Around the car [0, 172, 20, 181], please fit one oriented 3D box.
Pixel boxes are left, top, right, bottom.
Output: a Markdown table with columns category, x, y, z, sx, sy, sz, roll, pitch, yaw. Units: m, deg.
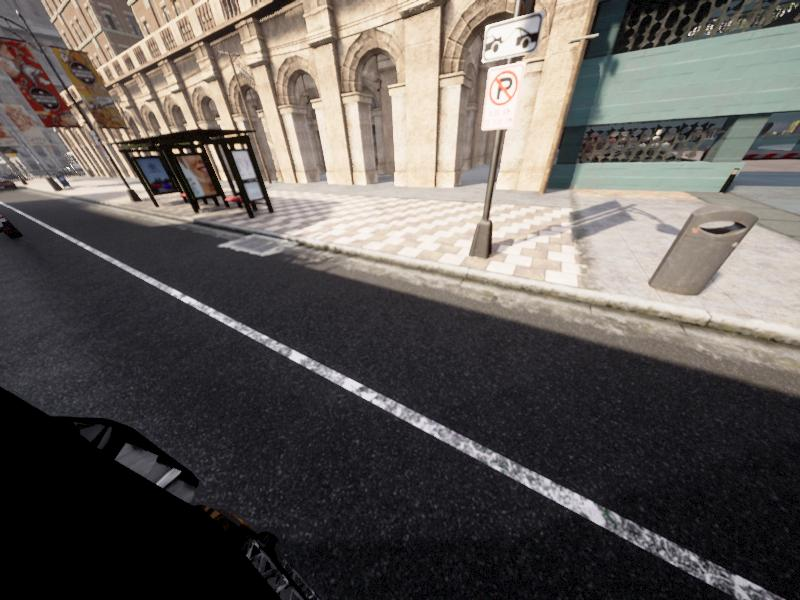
| category | x | y | z | sx | sy | sz | roll | pitch | yaw |
| --- | --- | --- | --- | --- | --- | --- | --- | --- | --- |
| car | -82.450 | -25.220 | 47.416 | 4.181 | 1.385 | 1.994 | -22 | 38 | -26 |

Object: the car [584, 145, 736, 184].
| category | x | y | z | sx | sy | sz | roll | pitch | yaw |
| --- | --- | --- | --- | --- | --- | --- | --- | --- | --- |
| car | 12.959 | -7.148 | 12.170 | 4.786 | 1.482 | 2.161 | 16 | 38 | 26 |

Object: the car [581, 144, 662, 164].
| category | x | y | z | sx | sy | sz | roll | pitch | yaw |
| --- | --- | --- | --- | --- | --- | --- | --- | --- | --- |
| car | 19.081 | -12.789 | 20.260 | 4.718 | 1.301 | 1.895 | 16 | 38 | 26 |

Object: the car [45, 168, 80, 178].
| category | x | y | z | sx | sy | sz | roll | pitch | yaw |
| --- | --- | --- | --- | --- | --- | --- | --- | --- | --- |
| car | -73.819 | -27.874 | 50.615 | 1.970 | 1.475 | 3.806 | 15 | 38 | 26 |

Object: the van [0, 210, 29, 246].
| category | x | y | z | sx | sy | sz | roll | pitch | yaw |
| --- | --- | --- | --- | --- | --- | --- | --- | --- | --- |
| van | -16.461 | -3.439 | 8.186 | 5.915 | 2.561 | 1.988 | 16 | 38 | 26 |

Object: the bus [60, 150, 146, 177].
| category | x | y | z | sx | sy | sz | roll | pitch | yaw |
| --- | --- | --- | --- | --- | --- | --- | --- | --- | --- |
| bus | -65.000 | -30.313 | 51.076 | 3.944 | 4.253 | 10.273 | 15 | 39 | 26 |

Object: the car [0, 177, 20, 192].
| category | x | y | z | sx | sy | sz | roll | pitch | yaw |
| --- | --- | --- | --- | --- | --- | --- | --- | --- | --- |
| car | -47.002 | -13.571 | 27.045 | 4.718 | 1.301 | 1.895 | 16 | 38 | 26 |
